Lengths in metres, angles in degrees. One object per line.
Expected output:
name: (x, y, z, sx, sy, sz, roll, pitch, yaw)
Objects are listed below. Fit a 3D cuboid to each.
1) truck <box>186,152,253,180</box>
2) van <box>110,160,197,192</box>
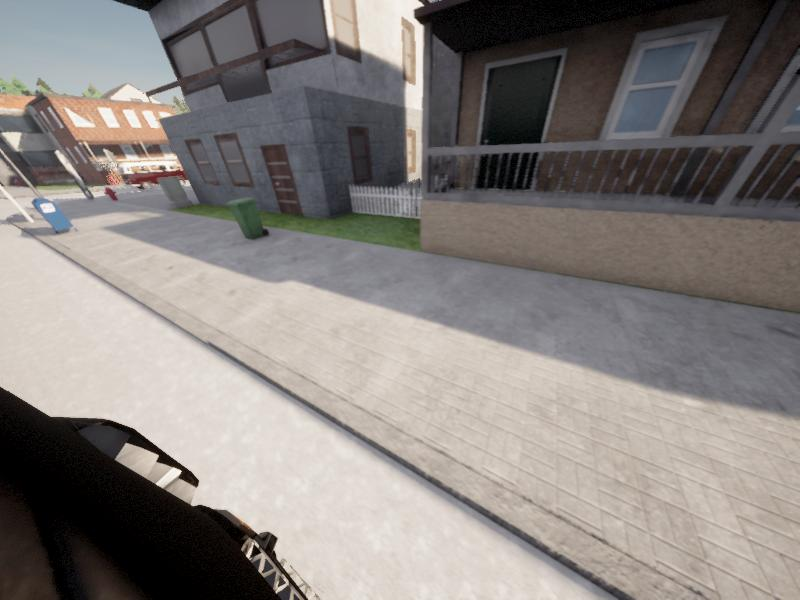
truck: (-21.212, -16.033, 27.526, 2.627, 2.467, 5.204, 17, 38, 27)
van: (-21.632, -11.124, 20.543, 2.069, 2.038, 4.480, 15, 38, 26)
